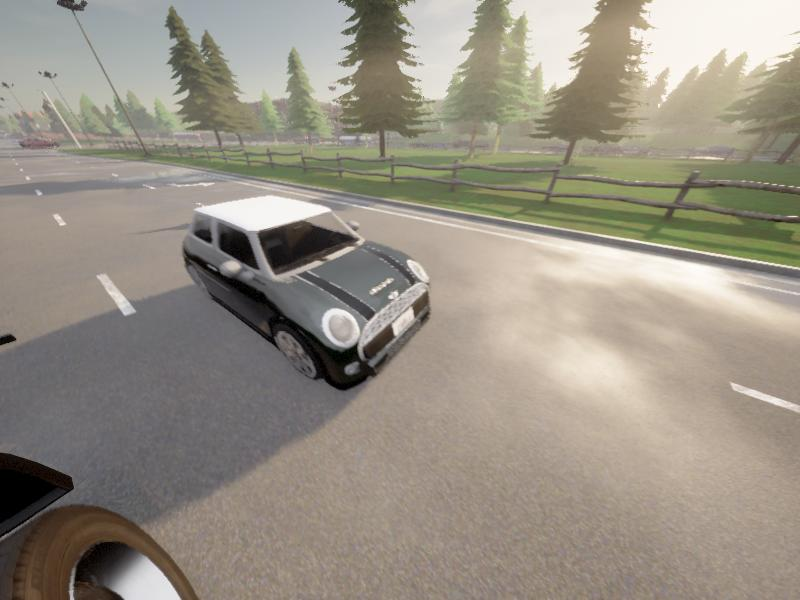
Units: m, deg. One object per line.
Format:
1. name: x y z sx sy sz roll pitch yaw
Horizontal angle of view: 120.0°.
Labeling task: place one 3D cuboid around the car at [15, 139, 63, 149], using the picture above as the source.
1. car: -69.364 -30.162 44.529 2.163 1.488 4.792 23 41 28

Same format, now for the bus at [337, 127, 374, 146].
1. bus: -12.828 -46.910 66.472 10.273 4.253 3.944 22 41 28

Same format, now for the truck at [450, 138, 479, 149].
1. truck: 15.977 -39.174 57.709 6.274 2.098 2.390 22 41 28

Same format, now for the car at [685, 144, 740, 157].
1. car: 50.935 -24.517 37.847 5.008 1.535 1.882 22 41 28

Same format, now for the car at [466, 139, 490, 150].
1. car: 17.939 -35.798 53.152 4.605 1.855 1.932 22 41 28

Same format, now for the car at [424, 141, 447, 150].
1. car: 7.947 -34.836 51.978 4.514 1.525 2.007 22 41 28

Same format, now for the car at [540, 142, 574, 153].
1. car: 30.984 -30.320 45.746 5.238 1.638 1.930 23 41 28

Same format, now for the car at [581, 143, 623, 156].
1. car: 32.810 -24.618 37.706 4.856 1.649 2.033 22 41 28

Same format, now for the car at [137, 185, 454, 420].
1. car: -1.489 -0.539 3.369 3.806 1.475 1.970 22 41 28

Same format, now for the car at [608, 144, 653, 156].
1. car: 37.932 -24.935 38.301 4.974 1.542 2.038 22 41 28

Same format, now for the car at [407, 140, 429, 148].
1. car: 4.481 -38.784 57.428 5.238 1.638 1.930 22 41 28

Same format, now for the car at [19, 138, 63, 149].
1. car: -66.492 -29.043 42.868 1.851 1.617 3.988 23 41 28
